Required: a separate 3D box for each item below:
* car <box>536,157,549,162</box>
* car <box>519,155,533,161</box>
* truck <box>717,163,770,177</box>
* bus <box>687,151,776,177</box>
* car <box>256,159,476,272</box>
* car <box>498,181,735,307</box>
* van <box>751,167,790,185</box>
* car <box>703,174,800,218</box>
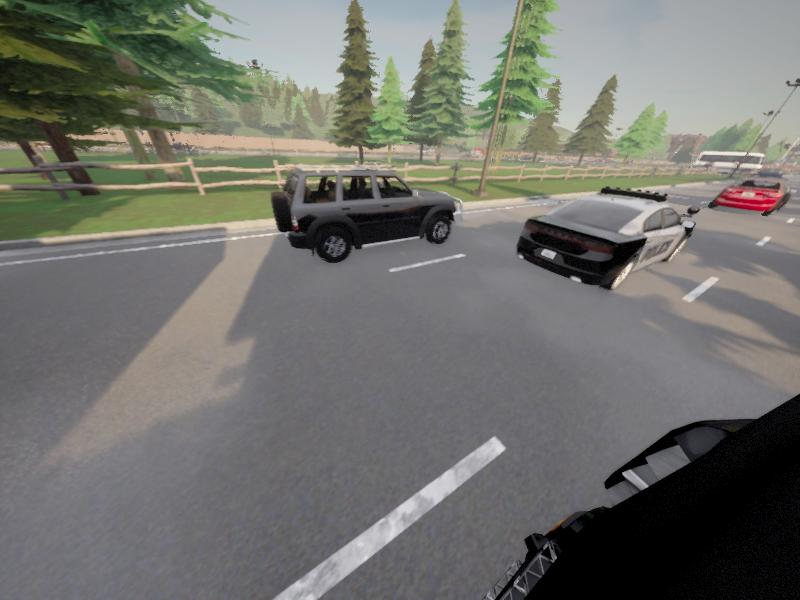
[{"bbox_3d":[52.586,-51.876,85.187,4.181,1.385,1.994,-16,38,-26],"label":"car"},{"bbox_3d":[49.094,-55.527,90.039,4.605,1.855,1.932,-16,38,-26],"label":"car"},{"bbox_3d":[78.484,-29.873,52.972,2.390,2.098,6.274,-16,38,-26],"label":"truck"},{"bbox_3d":[74.541,-31.000,52.442,3.944,4.253,10.273,-16,38,-26],"label":"bus"},{"bbox_3d":[-0.670,-2.369,5.821,4.605,1.855,1.932,-16,38,-26],"label":"car"},{"bbox_3d":[5.061,-1.684,5.404,5.238,1.638,1.930,-16,38,-26],"label":"car"},{"bbox_3d":[51.375,-17.273,32.031,4.442,1.987,1.775,-16,38,-26],"label":"van"},{"bbox_3d":[19.689,-5.873,12.772,4.611,1.667,2.242,-16,38,-26],"label":"car"}]
